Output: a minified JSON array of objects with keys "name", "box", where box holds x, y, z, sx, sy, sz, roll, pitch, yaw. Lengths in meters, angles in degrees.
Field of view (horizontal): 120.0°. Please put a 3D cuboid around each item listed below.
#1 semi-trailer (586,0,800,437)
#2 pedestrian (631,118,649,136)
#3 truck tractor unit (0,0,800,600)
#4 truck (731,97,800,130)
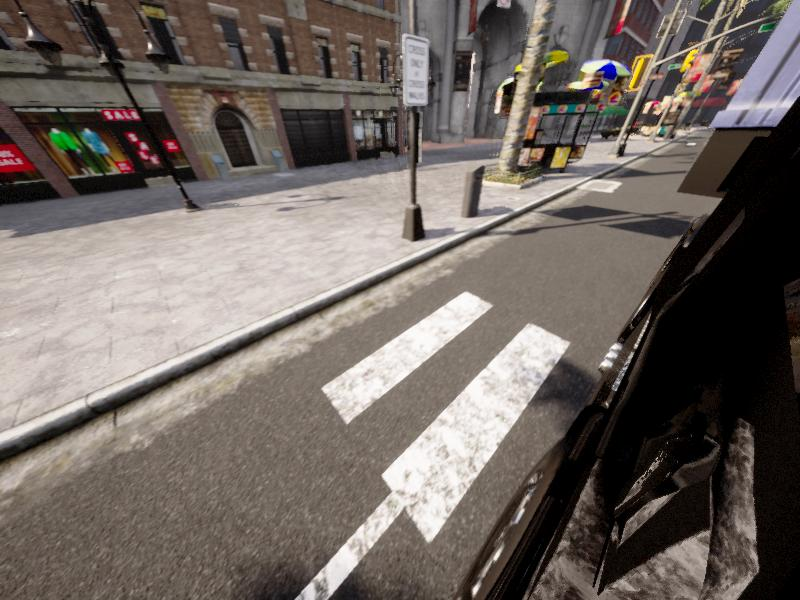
[{"name":"semi-trailer","box":[9.641,-2.690,2.989,14.254,4.402,2.717,-15,38,-17]},{"name":"pedestrian","box":[31.787,-22.928,30.600,0.751,1.860,0.751,-23,41,-25]},{"name":"truck tractor unit","box":[2.645,-0.295,0.351,6.516,4.208,3.053,-28,44,-30]},{"name":"truck","box":[59.329,-30.198,37.465,8.468,3.827,2.891,-16,39,-18]}]
